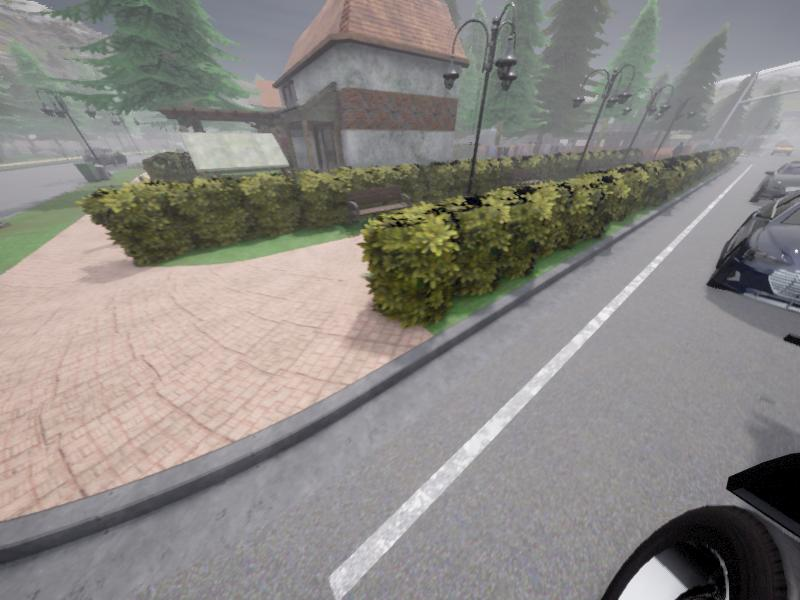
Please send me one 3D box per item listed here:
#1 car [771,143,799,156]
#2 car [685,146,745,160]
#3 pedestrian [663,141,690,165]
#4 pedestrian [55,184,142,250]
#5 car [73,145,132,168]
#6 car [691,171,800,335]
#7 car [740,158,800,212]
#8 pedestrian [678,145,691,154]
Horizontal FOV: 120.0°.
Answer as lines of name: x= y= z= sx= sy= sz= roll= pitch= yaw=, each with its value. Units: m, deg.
car: x=62.628 y=-24.608 z=37.628 sx=5.366 sy=1.575 sz=1.801 roll=-23 pitch=41 yaw=-29
car: x=45.416 y=-21.372 z=33.458 sx=1.837 sy=1.490 sz=4.892 roll=-22 pitch=40 yaw=-28
pedestrian: x=26.282 y=-13.978 z=21.994 sx=0.751 sy=1.860 sz=0.751 roll=-21 pitch=40 yaw=-27
pedestrian: x=-7.316 y=-2.060 z=5.725 sx=0.751 sy=1.300 sz=0.751 roll=-28 pitch=44 yaw=-34
car: x=-30.765 y=-15.017 z=24.105 sx=2.097 sy=1.767 sz=4.553 roll=-18 pitch=39 yaw=-24
car: x=7.541 y=-1.041 z=4.014 sx=4.856 sy=1.649 sz=2.033 roll=-23 pitch=41 yaw=-29
car: x=16.698 y=-4.903 z=9.638 sx=4.902 sy=1.511 sz=2.128 roll=-23 pitch=41 yaw=-29
pedestrian: x=48.553 y=-25.659 z=39.454 sx=0.751 sy=1.300 sz=0.751 roll=-20 pitch=39 yaw=-26
